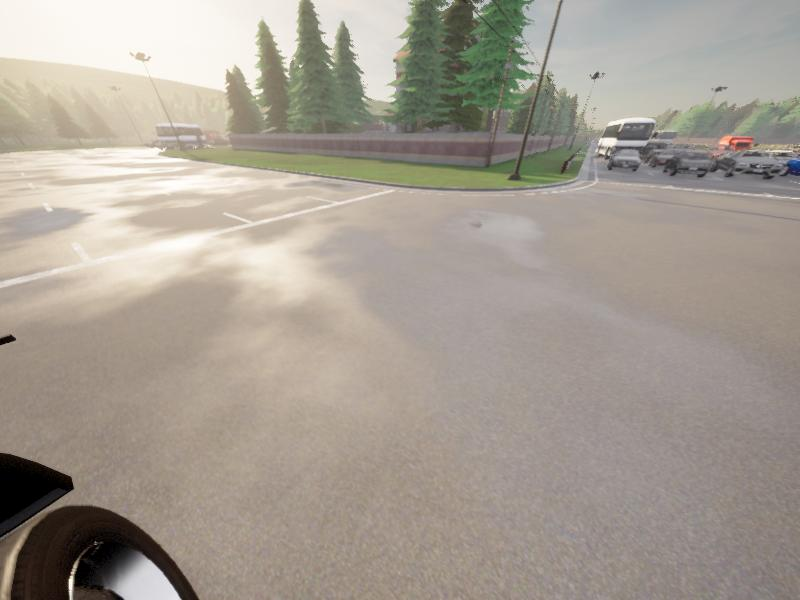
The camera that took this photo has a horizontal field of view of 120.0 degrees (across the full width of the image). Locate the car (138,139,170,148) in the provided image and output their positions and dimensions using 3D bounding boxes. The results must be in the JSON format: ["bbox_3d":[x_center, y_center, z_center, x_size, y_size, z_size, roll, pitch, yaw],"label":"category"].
[{"bbox_3d":[-58.468,-37.344,55.065,2.163,1.488,4.792,5,35,6],"label":"car"}]

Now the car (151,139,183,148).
[{"bbox_3d":[-51.898,-35.006,51.659,2.033,1.649,4.856,2,35,3],"label":"car"}]

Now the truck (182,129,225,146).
[{"bbox_3d":[-55.471,-46.225,65.638,2.891,3.827,8.468,9,36,13],"label":"truck"}]

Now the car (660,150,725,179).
[{"bbox_3d":[21.227,-10.050,16.990,1.789,1.549,3.705,22,40,27],"label":"car"}]

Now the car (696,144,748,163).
[{"bbox_3d":[39.300,-18.054,28.381,2.242,1.667,4.611,22,41,27],"label":"car"}]

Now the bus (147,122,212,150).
[{"bbox_3d":[-44.929,-33.893,47.874,3.944,4.253,10.273,-3,35,-4],"label":"bus"}]

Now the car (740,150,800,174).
[{"bbox_3d":[31.964,-11.855,19.707,1.970,1.475,3.806,22,40,27],"label":"car"}]

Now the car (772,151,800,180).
[{"bbox_3d":[28.433,-8.933,15.482,1.882,1.535,5.008,22,41,27],"label":"car"}]

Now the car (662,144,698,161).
[{"bbox_3d":[36.658,-19.483,30.395,2.242,1.667,4.611,27,43,32],"label":"car"}]

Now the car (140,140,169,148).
[{"bbox_3d":[-55.363,-35.277,52.154,1.816,1.474,4.193,2,35,3],"label":"car"}]

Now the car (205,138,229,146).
[{"bbox_3d":[-49.428,-42.812,62.548,1.932,1.855,4.605,7,36,10],"label":"car"}]

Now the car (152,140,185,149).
[{"bbox_3d":[-48.538,-32.745,48.573,1.801,1.575,5.366,0,35,-1],"label":"car"}]

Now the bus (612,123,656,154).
[{"bbox_3d":[43.310,-29.796,42.834,3.944,4.253,10.273,27,43,32],"label":"bus"}]

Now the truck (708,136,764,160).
[{"bbox_3d":[47.534,-21.715,32.894,2.627,2.467,5.204,22,43,27],"label":"truck"}]

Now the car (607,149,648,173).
[{"bbox_3d":[19.542,-12.158,20.059,1.812,1.442,4.674,22,41,27],"label":"car"}]

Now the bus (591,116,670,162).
[{"bbox_3d":[29.330,-21.073,30.350,3.944,4.253,10.273,16,38,21],"label":"bus"}]

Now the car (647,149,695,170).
[{"bbox_3d":[25.326,-13.297,21.789,1.994,1.385,4.181,23,41,28],"label":"car"}]

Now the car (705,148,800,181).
[{"bbox_3d":[25.558,-10.129,17.080,2.152,1.651,5.027,22,41,27],"label":"car"}]

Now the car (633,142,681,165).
[{"bbox_3d":[28.239,-16.265,25.565,1.905,1.878,3.866,14,38,19],"label":"car"}]
